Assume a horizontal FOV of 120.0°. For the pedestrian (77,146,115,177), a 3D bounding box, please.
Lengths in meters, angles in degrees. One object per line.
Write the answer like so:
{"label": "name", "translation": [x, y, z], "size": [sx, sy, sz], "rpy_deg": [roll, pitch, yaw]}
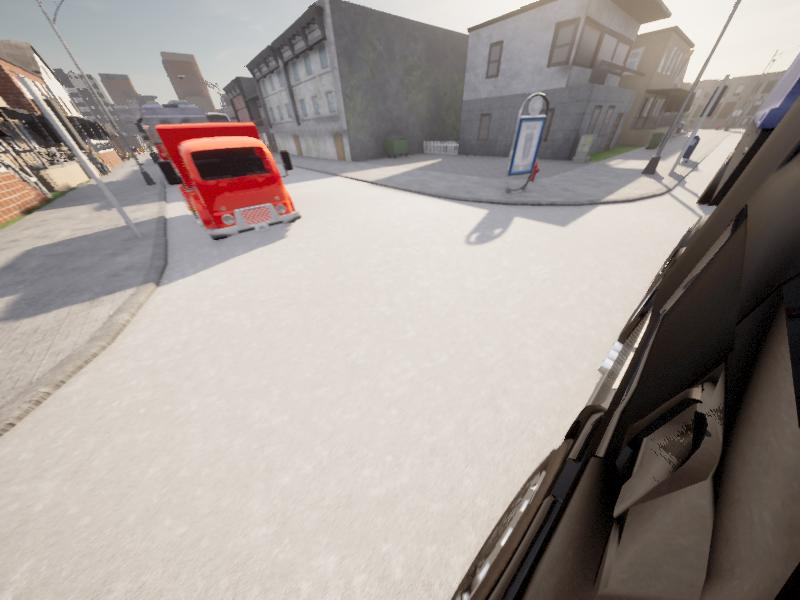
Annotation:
{"label": "pedestrian", "translation": [-22.421, -10.217, 17.088], "size": [0.751, 1.860, 0.751], "rpy_deg": [-27, 43, -29]}

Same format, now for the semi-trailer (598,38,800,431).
{"label": "semi-trailer", "translation": [8.695, -3.606, 4.233], "size": [14.254, 4.402, 2.717], "rpy_deg": [-28, 44, -30]}

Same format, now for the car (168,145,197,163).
{"label": "car", "translation": [-26.066, -17.518, 27.609], "size": [1.882, 1.535, 5.008], "rpy_deg": [-28, 43, -30]}

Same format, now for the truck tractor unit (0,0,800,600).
{"label": "truck tractor unit", "translation": [2.645, -0.295, 0.351], "size": [6.516, 4.208, 3.053], "rpy_deg": [-28, 44, -30]}

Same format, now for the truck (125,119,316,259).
{"label": "truck", "translation": [-5.066, -3.622, 6.775], "size": [2.627, 2.467, 5.204], "rpy_deg": [-28, 44, -29]}

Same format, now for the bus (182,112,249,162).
{"label": "bus", "translation": [-22.910, -20.022, 28.488], "size": [3.944, 4.253, 10.273], "rpy_deg": [-28, 43, -30]}

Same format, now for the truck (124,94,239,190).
{"label": "truck", "translation": [-13.438, -9.809, 14.516], "size": [2.891, 3.827, 8.468], "rpy_deg": [-28, 43, -29]}

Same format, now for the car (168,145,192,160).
{"label": "car", "translation": [-30.583, -20.577, 32.048], "size": [1.837, 1.490, 4.892], "rpy_deg": [-28, 44, -30]}

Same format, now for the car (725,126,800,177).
{"label": "car", "translation": [17.044, -6.876, 10.487], "size": [4.514, 1.525, 2.007], "rpy_deg": [-28, 43, -30]}

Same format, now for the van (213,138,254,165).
{"label": "van", "translation": [-16.922, -15.198, 23.470], "size": [2.069, 2.038, 4.480], "rpy_deg": [-28, 44, -30]}

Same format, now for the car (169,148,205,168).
{"label": "car", "translation": [-21.064, -14.045, 22.762], "size": [1.994, 1.385, 4.181], "rpy_deg": [-28, 44, -30]}
